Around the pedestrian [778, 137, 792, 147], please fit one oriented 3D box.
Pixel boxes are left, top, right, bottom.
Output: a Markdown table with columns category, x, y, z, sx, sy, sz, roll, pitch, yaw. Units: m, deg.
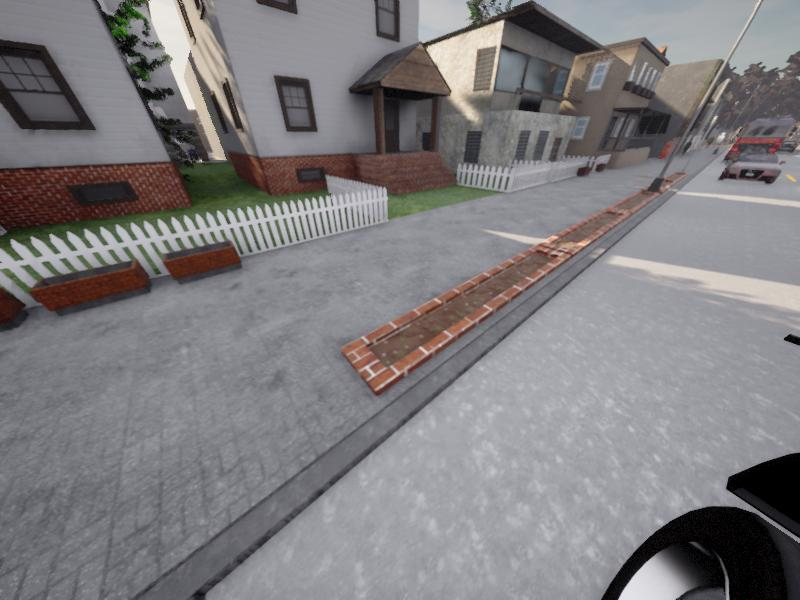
| category | x | y | z | sx | sy | sz | roll | pitch | yaw |
| --- | --- | --- | --- | --- | --- | --- | --- | --- | --- |
| pedestrian | 88.728 | -36.525 | 53.282 | 0.751 | 1.860 | 0.751 | -17 | 38 | -22 |

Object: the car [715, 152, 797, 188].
| category | x | y | z | sx | sy | sz | roll | pitch | yaw |
| --- | --- | --- | --- | --- | --- | --- | --- | --- | --- |
| car | 20.675 | -7.744 | 13.570 | 4.181 | 1.385 | 1.994 | -26 | 42 | -31 |

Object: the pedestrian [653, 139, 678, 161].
| category | x | y | z | sx | sy | sz | roll | pitch | yaw |
| --- | --- | --- | --- | --- | --- | --- | --- | --- | --- |
| pedestrian | 27.356 | -15.446 | 23.804 | 0.751 | 1.860 | 0.751 | -13 | 37 | -17 |

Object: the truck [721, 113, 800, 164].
| category | x | y | z | sx | sy | sz | roll | pitch | yaw |
| --- | --- | --- | --- | --- | --- | --- | --- | --- | --- |
| truck | 37.710 | -16.899 | 24.310 | 8.468 | 3.827 | 2.891 | -26 | 42 | -31 |

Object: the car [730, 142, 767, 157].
| category | x | y | z | sx | sy | sz | roll | pitch | yaw |
| --- | --- | --- | --- | --- | --- | --- | --- | --- | --- |
| car | 46.586 | -20.180 | 30.938 | 4.792 | 1.488 | 2.163 | -26 | 42 | -31 |

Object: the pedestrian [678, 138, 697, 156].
| category | x | y | z | sx | sy | sz | roll | pitch | yaw |
| --- | --- | --- | --- | --- | --- | --- | --- | --- | --- |
| pedestrian | 37.393 | -19.881 | 30.027 | 0.751 | 1.860 | 0.751 | -27 | 43 | -33 |

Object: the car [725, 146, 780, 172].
| category | x | y | z | sx | sy | sz | roll | pitch | yaw |
| --- | --- | --- | --- | --- | --- | --- | --- | --- | --- |
| car | 28.240 | -11.435 | 18.597 | 3.705 | 1.549 | 1.789 | -25 | 42 | -31 |

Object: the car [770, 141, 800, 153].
| category | x | y | z | sx | sy | sz | roll | pitch | yaw |
| --- | --- | --- | --- | --- | --- | --- | --- | --- | --- |
| car | 62.942 | -25.035 | 37.668 | 4.974 | 1.542 | 2.038 | -26 | 42 | -31 |
